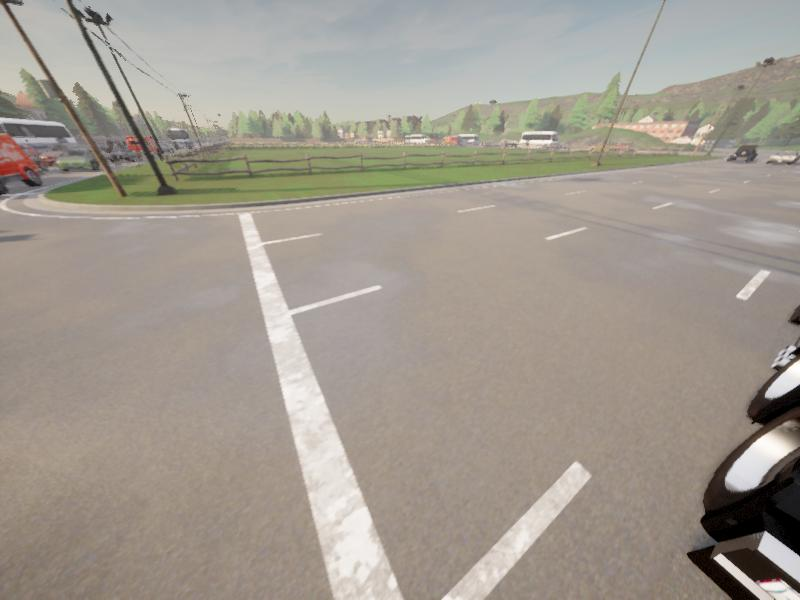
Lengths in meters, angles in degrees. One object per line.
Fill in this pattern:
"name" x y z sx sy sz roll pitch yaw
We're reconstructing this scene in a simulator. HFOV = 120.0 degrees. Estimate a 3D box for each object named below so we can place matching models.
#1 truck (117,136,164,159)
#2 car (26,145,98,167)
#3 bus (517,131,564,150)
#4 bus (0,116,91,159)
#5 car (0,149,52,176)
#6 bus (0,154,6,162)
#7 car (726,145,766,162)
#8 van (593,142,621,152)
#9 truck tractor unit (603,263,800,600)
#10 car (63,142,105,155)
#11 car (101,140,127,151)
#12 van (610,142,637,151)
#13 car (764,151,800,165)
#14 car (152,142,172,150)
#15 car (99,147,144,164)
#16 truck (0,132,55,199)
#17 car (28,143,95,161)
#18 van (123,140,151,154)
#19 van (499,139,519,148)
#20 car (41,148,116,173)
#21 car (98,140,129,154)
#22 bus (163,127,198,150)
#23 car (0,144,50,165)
"truck" -36.211 -21.561 32.527 2.627 2.467 5.204 -18 39 -25
"car" -33.311 -14.438 23.014 2.242 1.667 4.611 -18 39 -25
"bus" 39.816 -45.504 66.023 3.944 4.253 10.273 -18 39 -25
"bus" -50.564 -22.147 31.698 3.944 4.253 10.273 -9 35 -13
"car" -29.175 -10.311 17.286 1.970 1.475 3.806 -18 39 -25
"bus" -44.090 -14.662 20.992 3.944 4.253 10.273 -21 40 -28
"car" 46.877 -19.890 31.333 3.866 1.878 1.905 -18 39 -25
"van" 50.884 -37.634 56.794 1.775 1.987 4.442 -18 39 -25
"truck tractor unit" 5.107 -0.305 0.791 6.516 4.208 3.053 -18 39 -24
"car" -52.390 -25.240 38.422 2.152 1.651 5.027 -16 38 -22
"car" -59.490 -32.245 48.188 1.905 1.878 3.866 -18 40 -25
"van" 59.586 -40.976 61.671 1.775 1.987 4.442 -18 39 -25
"car" 47.275 -17.449 28.353 4.718 1.301 1.895 -18 39 -25
"car" -55.076 -35.674 53.495 2.128 1.511 4.902 -18 39 -25
"car" -31.619 -16.611 26.416 1.994 1.385 4.181 -18 39 -25
"truck" -20.576 -6.454 10.938 2.627 2.467 5.204 -20 40 -27
"car" -40.711 -17.969 28.026 2.242 1.667 4.611 -11 36 -17
"van" -45.790 -26.784 40.378 1.775 1.987 4.442 -18 39 -25
"van" 37.733 -54.535 80.458 1.988 2.561 5.915 -18 39 -25
"car" -26.651 -11.816 19.427 2.007 1.525 4.514 -18 39 -25
"car" -49.686 -26.600 40.166 1.905 1.878 3.866 -18 39 -25
"bus" -54.557 -40.387 57.875 3.944 4.253 10.273 -18 39 -25
"car" -41.653 -15.462 24.415 2.242 1.667 4.611 0 35 -1
